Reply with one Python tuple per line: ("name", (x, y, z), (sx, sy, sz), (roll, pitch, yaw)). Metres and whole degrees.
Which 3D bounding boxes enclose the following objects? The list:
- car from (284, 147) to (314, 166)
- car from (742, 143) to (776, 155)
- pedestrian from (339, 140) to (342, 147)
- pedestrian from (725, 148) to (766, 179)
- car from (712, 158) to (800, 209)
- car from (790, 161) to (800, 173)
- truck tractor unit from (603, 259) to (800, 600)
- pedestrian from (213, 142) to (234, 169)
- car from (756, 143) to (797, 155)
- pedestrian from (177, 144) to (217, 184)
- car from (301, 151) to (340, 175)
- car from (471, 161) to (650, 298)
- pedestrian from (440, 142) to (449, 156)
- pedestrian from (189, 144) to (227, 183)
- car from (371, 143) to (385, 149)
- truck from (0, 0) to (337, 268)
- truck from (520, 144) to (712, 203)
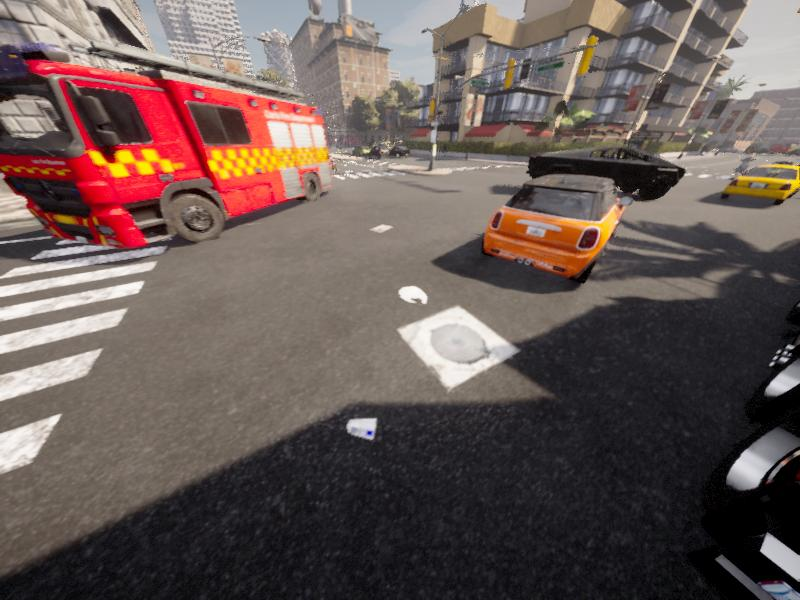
("car", (-11.210, -15.971, 25.580), (1.837, 1.490, 4.892), (-19, 39, -25))
("car", (79.842, -33.742, 51.476), (2.150, 2.045, 5.566), (22, 40, 28))
("pedestrian", (-18.580, -48.810, 72.131), (0.751, 1.860, 0.751), (-16, 38, -22))
("pedestrian", (25.026, -9.880, 16.775), (0.751, 1.860, 0.751), (-19, 39, -25))
("car", (17.332, -5.590, 10.822), (5.366, 1.575, 1.801), (-18, 39, -25))
("car", (37.596, -12.328, 20.672), (3.988, 1.617, 1.851), (-18, 39, -25))
("truck tractor unit", (5.104, -0.307, 0.794), (6.516, 4.208, 3.053), (-19, 39, -24))
("pedestrian", (-14.517, -11.895, 19.058), (0.751, 1.860, 0.751), (-22, 41, -29))
("car", (84.239, -33.978, 51.855), (2.150, 2.045, 5.566), (17, 38, 22))
("pedestrian", (-11.138, -7.485, 12.742), (0.751, 1.860, 0.751), (9, 36, 12))
("car", (-6.701, -11.510, 19.314), (1.994, 1.385, 4.181), (-18, 39, -24))
("car", (3.937, -2.111, 5.510), (2.097, 1.767, 4.553), (28, 43, 34))
("pedestrian", (6.940, -23.576, 36.053), (0.751, 1.860, 0.751), (-18, 39, -25))
("pedestrian", (-10.927, -7.827, 13.237), (0.751, 1.860, 0.751), (3, 35, 4))
("car", (-6.218, -43.463, 65.147), (3.633, 1.501, 1.845), (-19, 39, -25))
("truck", (-5.722, -4.819, 7.542), (2.891, 3.827, 8.468), (10, 36, 13))
("truck", (9.854, -6.452, 11.538), (6.274, 2.098, 2.390), (10, 36, 13))
